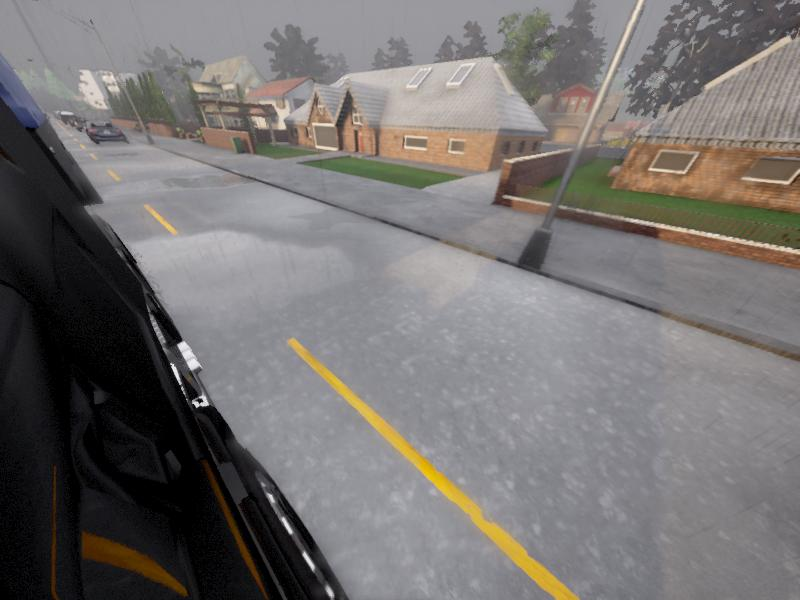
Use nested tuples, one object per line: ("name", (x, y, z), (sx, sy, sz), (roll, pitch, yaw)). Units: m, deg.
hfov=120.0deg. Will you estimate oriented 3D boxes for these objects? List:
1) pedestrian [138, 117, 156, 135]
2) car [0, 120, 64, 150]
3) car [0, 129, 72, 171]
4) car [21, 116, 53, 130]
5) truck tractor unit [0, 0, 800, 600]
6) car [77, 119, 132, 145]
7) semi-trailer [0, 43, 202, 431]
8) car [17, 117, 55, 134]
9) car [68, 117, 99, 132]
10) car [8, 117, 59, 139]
("pedestrian", (-32.272, -22.158, 29.472), (0.751, 1.860, 0.751), (25, 42, 27))
("car", (-26.675, -12.002, 16.742), (4.514, 1.525, 2.007), (28, 44, 30))
("car", (-18.270, -7.456, 11.324), (4.181, 1.385, 1.994), (28, 44, 30))
("car", (-50.916, -24.927, 32.495), (3.633, 1.501, 1.845), (28, 44, 30))
("truck tractor unit", (-2.645, -0.295, 0.352), (6.516, 4.208, 3.053), (28, 44, 30))
("car", (-27.041, -15.382, 21.116), (4.611, 1.667, 2.242), (28, 44, 30))
("semi-trailer", (-8.695, -3.606, 4.233), (14.254, 4.402, 2.717), (28, 44, 30))
("car", (-42.813, -20.586, 27.246), (4.193, 1.474, 1.816), (28, 44, 30))
("car", (-44.970, -24.919, 32.792), (3.988, 1.617, 1.851), (28, 44, 30))
("car", (-35.587, -16.754, 22.535), (4.514, 1.525, 2.007), (28, 44, 30))
